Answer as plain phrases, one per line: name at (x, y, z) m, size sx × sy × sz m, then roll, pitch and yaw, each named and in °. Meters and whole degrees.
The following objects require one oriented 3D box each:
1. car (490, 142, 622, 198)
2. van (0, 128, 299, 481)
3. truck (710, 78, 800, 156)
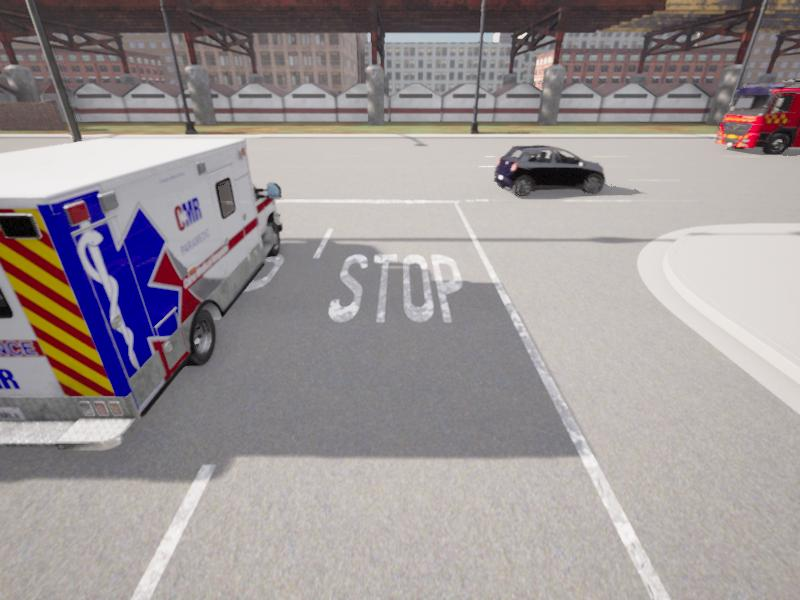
car at (5.237, -4.524, 13.797) m, size 3.633 × 1.501 × 1.845 m, roll -4°, pitch 27°, yaw -8°
van at (-3.494, -0.935, 5.806) m, size 2.351 × 2.431 × 6.366 m, roll 0°, pitch 27°, yaw 0°
truck at (23.572, -10.425, 22.798) m, size 8.468 × 3.827 × 2.891 m, roll 0°, pitch 27°, yaw 0°
